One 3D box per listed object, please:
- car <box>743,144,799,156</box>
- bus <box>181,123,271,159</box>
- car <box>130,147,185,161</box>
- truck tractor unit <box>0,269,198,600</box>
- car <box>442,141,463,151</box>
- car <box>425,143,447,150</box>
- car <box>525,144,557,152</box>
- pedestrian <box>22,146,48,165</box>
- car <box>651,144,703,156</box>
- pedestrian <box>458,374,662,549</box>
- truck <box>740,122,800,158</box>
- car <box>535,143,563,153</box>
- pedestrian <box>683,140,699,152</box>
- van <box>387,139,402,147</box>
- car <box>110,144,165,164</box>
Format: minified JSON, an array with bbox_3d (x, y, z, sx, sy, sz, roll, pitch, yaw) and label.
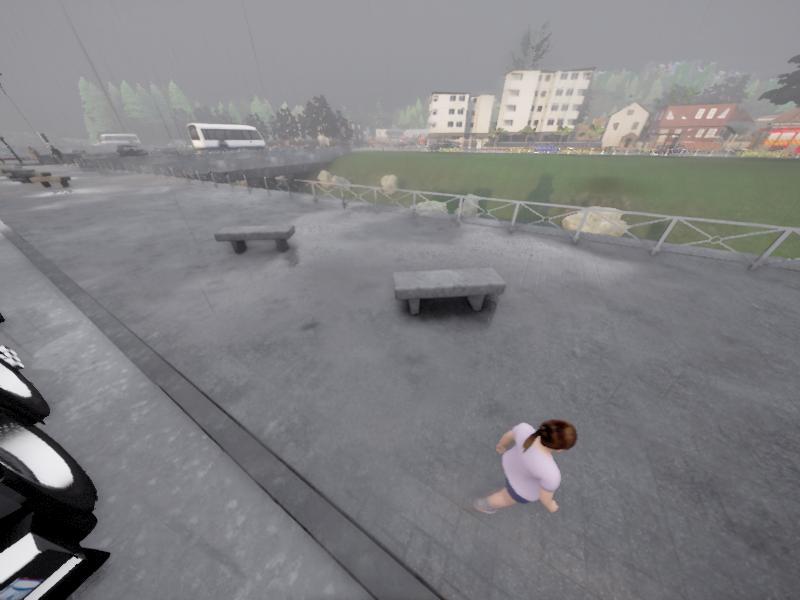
[{"bbox_3d":[55.745,-22.643,34.850,3.806,1.475,1.970,18,39,24],"label":"car"},{"bbox_3d":[-27.524,-25.862,37.649,3.944,4.253,10.273,19,39,25],"label":"bus"},{"bbox_3d":[-35.054,-21.297,33.552,2.128,1.511,4.902,19,39,25],"label":"car"},{"bbox_3d":[-5.117,-0.296,0.761,6.516,4.208,3.053,18,39,24],"label":"truck tractor unit"},{"bbox_3d":[11.672,-34.406,51.669,3.866,1.878,1.905,17,39,24],"label":"car"},{"bbox_3d":[8.898,-37.727,56.808,4.892,1.490,1.837,18,39,25],"label":"car"},{"bbox_3d":[28.897,-31.252,47.433,5.357,1.411,2.033,19,39,25],"label":"car"},{"bbox_3d":[-41.603,-16.497,26.363,0.751,1.860,0.751,27,43,33],"label":"pedestrian"},{"bbox_3d":[43.820,-23.922,36.706,4.792,1.488,2.163,18,39,25],"label":"car"},{"bbox_3d":[0.717,0.999,1.369,0.500,1.100,0.500,0,35,0],"label":"pedestrian"},{"bbox_3d":[54.393,-21.468,31.045,8.468,3.827,2.891,18,39,24],"label":"truck"},{"bbox_3d":[28.368,-28.919,44.015,4.193,1.474,1.816,18,39,25],"label":"car"},{"bbox_3d":[51.096,-27.062,40.600,0.751,1.860,0.751,14,37,19],"label":"pedestrian"},{"bbox_3d":[-1.774,-55.230,81.211,2.351,2.431,6.366,18,39,24],"label":"van"},{"bbox_3d":[-33.172,-18.606,29.340,1.905,1.878,3.866,17,38,23],"label":"car"}]
